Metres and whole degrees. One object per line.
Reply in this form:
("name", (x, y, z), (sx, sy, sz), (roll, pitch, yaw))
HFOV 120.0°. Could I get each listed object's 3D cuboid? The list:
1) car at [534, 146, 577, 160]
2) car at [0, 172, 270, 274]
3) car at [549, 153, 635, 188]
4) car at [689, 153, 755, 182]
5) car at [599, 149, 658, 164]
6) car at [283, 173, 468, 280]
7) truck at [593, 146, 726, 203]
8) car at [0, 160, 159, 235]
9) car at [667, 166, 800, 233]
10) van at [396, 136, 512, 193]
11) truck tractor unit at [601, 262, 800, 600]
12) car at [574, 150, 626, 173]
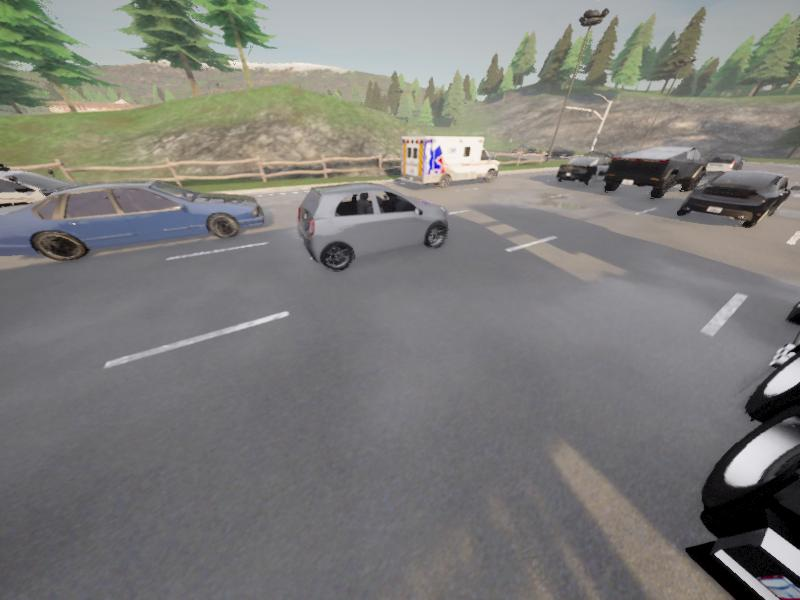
("car", (23.701, -22.477, 35.327), (5.008, 1.535, 1.882), (29, 42, 34))
("car", (-6.626, -2.250, 5.963), (5.357, 1.411, 2.033), (-18, 39, -24))
("car", (12.503, -8.545, 15.042), (5.238, 1.638, 1.930), (-18, 39, -25))
("car", (24.417, -10.169, 17.554), (3.988, 1.617, 1.851), (-19, 39, -26))
("car", (30.854, -19.625, 31.432), (2.033, 1.411, 5.357), (-11, 37, -17))
("car", (-0.512, -1.978, 5.529), (3.633, 1.501, 1.845), (-18, 39, -24))
("truck", (13.505, -6.752, 12.070), (6.274, 2.098, 2.390), (-18, 39, -25))
("car", (-11.360, -3.124, 6.948), (5.238, 1.638, 1.930), (-18, 39, -25))
("car", (12.270, -3.799, 8.333), (4.892, 1.490, 1.837), (-18, 39, -25))
("van", (3.148, -8.144, 13.661), (6.366, 2.431, 2.351), (-18, 39, -24))
("truck tractor unit", (5.124, -0.284, 0.787), (6.516, 4.208, 3.053), (-18, 40, -24))
("car", (18.334, -12.777, 21.236), (3.988, 1.617, 1.851), (-19, 39, -26))
